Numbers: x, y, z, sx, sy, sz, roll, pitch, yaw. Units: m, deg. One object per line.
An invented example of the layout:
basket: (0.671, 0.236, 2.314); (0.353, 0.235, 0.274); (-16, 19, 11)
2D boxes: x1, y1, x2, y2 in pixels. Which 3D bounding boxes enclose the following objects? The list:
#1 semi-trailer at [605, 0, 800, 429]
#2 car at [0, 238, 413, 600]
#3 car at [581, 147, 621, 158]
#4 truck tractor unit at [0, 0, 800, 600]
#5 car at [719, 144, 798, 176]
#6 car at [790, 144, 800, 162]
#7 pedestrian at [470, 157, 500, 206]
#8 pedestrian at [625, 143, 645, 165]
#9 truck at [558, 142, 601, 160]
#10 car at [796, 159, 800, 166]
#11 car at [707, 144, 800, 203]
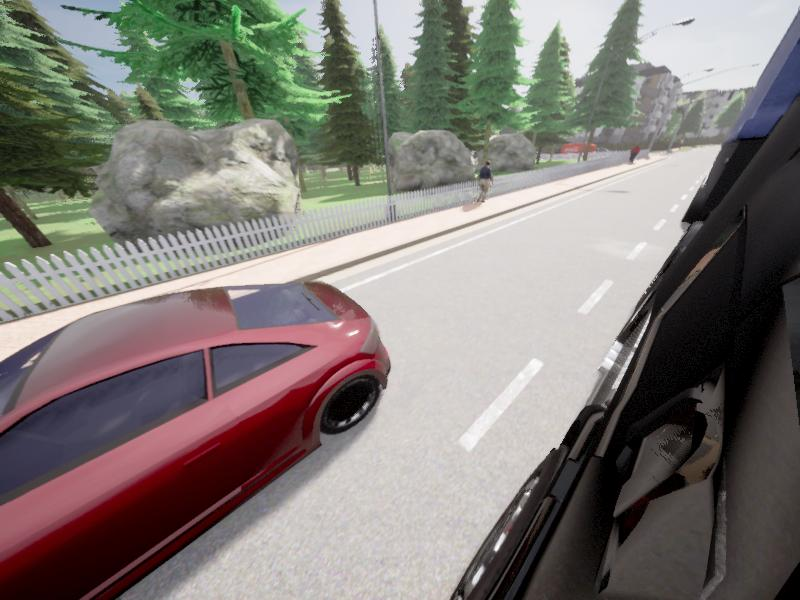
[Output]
semi-trailer: (8.612, -3.441, 4.607); (14.254, 4.402, 2.717); (-26, 38, -33)
car: (-2.136, 0.862, 1.871); (4.181, 1.385, 1.994); (-26, 38, -31)
car: (37.397, -27.526, 43.124); (2.128, 1.511, 4.902); (-25, 37, -30)
truck tractor unit: (2.645, -0.295, 0.351); (6.516, 4.208, 3.053); (-28, 44, -30)
car: (23.357, -9.268, 15.230); (4.792, 1.488, 2.163); (-26, 38, -31)
car: (34.882, -12.538, 19.145); (5.008, 1.535, 1.882); (-26, 38, -31)
pedestrian: (3.798, -5.323, 10.390); (0.751, 1.860, 0.751); (-26, 38, -32)
pedestrian: (24.340, -15.178, 23.981); (0.751, 1.860, 0.751); (-26, 38, -31)
truck: (33.106, -27.589, 42.804); (2.627, 2.467, 5.204); (-25, 37, -30)
car: (29.644, -9.943, 15.600); (4.792, 1.488, 2.163); (-26, 38, -31)
car: (16.094, -5.813, 10.375); (5.366, 1.575, 1.801); (-26, 39, -29)
